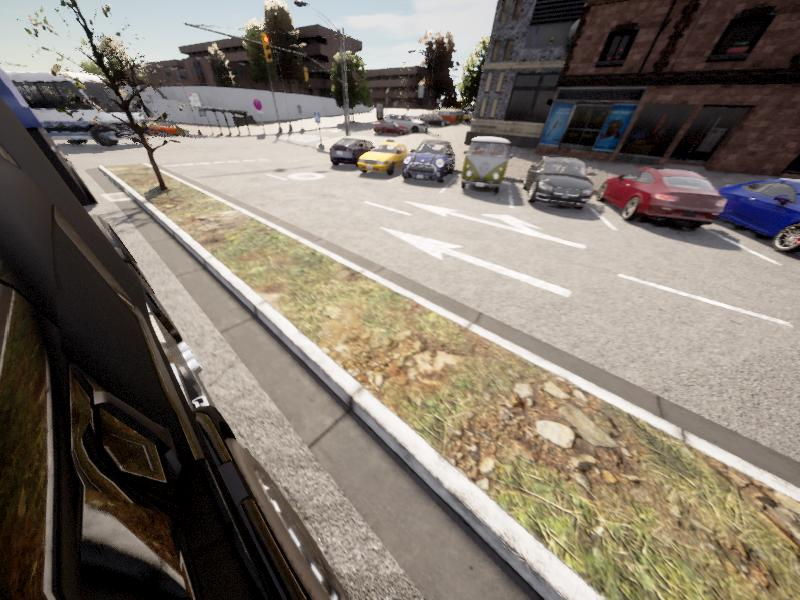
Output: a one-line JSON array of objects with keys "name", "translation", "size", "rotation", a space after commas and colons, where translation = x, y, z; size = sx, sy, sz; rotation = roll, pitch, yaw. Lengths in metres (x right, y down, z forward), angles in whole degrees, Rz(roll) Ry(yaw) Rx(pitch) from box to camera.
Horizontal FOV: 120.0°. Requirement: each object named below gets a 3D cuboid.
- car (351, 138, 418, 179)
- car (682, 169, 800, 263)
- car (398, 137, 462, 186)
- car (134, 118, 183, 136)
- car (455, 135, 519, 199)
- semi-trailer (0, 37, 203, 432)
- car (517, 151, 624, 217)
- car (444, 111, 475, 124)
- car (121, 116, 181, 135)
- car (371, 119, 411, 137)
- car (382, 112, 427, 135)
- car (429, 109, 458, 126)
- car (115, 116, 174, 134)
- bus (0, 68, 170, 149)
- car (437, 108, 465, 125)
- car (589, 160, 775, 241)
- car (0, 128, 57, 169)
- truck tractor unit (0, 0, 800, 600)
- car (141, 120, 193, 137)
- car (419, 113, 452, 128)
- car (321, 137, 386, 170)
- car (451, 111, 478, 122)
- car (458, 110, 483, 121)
[{"name": "car", "translation": [-0.671, -8.561, 13.725], "size": [1.946, 1.575, 5.366], "rotation": [14, 38, 14]}, {"name": "car", "translation": [10.923, -2.437, 6.362], "size": [2.002, 1.452, 4.674], "rotation": [15, 38, 15]}, {"name": "car", "translation": [1.737, -7.556, 12.336], "size": [2.185, 1.767, 4.553], "rotation": [14, 38, 14]}, {"name": "car", "translation": [-35.532, -25.578, 34.202], "size": [1.878, 1.987, 4.442], "rotation": [11, 37, 10]}, {"name": "car", "translation": [4.011, -6.326, 10.668], "size": [1.878, 1.987, 4.442], "rotation": [14, 38, 14]}, {"name": "semi-trailer", "translation": [-8.754, -3.565, 4.174], "size": [14.254, 4.402, 2.717], "rotation": [27, 43, 29]}, {"name": "car", "translation": [6.348, -4.971, 9.390], "size": [2.231, 1.521, 4.892], "rotation": [14, 38, 14]}, {"name": "car", "translation": [10.999, -33.944, 42.864], "size": [5.366, 1.575, 1.946], "rotation": [11, 43, 10]}, {"name": "car", "translation": [-37.993, -26.743, 35.553], "size": [2.435, 2.045, 5.566], "rotation": [11, 37, 10]}, {"name": "car", "translation": [-1.096, -22.266, 29.909], "size": [4.674, 1.452, 2.002], "rotation": [11, 43, 10]}, {"name": "car", "translation": [0.633, -24.147, 31.571], "size": [5.566, 2.045, 2.435], "rotation": [11, 43, 10]}, {"name": "car", "translation": [7.301, -30.819, 39.038], "size": [4.442, 1.987, 1.878], "rotation": [11, 44, 10]}, {"name": "car", "translation": [-40.478, -27.867, 36.889], "size": [2.435, 2.045, 5.566], "rotation": [10, 37, 10]}, {"name": "bus", "translation": [-25.236, -14.237, 17.440], "size": [10.273, 4.253, 3.944], "rotation": [3, 40, 3]}, {"name": "car", "translation": [9.005, -32.491, 40.901], "size": [4.442, 1.987, 1.878], "rotation": [11, 44, 10]}, {"name": "car", "translation": [8.632, -3.690, 7.888], "size": [2.002, 1.452, 4.674], "rotation": [14, 38, 15]}, {"name": "car", "translation": [-19.441, -7.582, 11.422], "size": [4.181, 1.385, 1.994], "rotation": [24, 42, 26]}, {"name": "truck tractor unit", "translation": [-2.645, -0.295, 0.351], "size": [6.516, 4.208, 3.053], "rotation": [28, 44, 30]}, {"name": "car", "translation": [-33.046, -24.441, 33.019], "size": [2.185, 1.767, 4.553], "rotation": [11, 37, 10]}, {"name": "car", "translation": [5.702, -28.969, 37.321], "size": [4.892, 1.521, 2.231], "rotation": [11, 43, 10]}, {"name": "car", "translation": [-2.805, -9.909, 15.458], "size": [2.163, 1.488, 4.792], "rotation": [13, 37, 14]}, {"name": "car", "translation": [12.524, -35.613, 44.782], "size": [4.674, 1.452, 2.002], "rotation": [11, 44, 10]}, {"name": "car", "translation": [14.215, -37.292, 46.652], "size": [4.674, 1.452, 2.002], "rotation": [11, 43, 10]}]
